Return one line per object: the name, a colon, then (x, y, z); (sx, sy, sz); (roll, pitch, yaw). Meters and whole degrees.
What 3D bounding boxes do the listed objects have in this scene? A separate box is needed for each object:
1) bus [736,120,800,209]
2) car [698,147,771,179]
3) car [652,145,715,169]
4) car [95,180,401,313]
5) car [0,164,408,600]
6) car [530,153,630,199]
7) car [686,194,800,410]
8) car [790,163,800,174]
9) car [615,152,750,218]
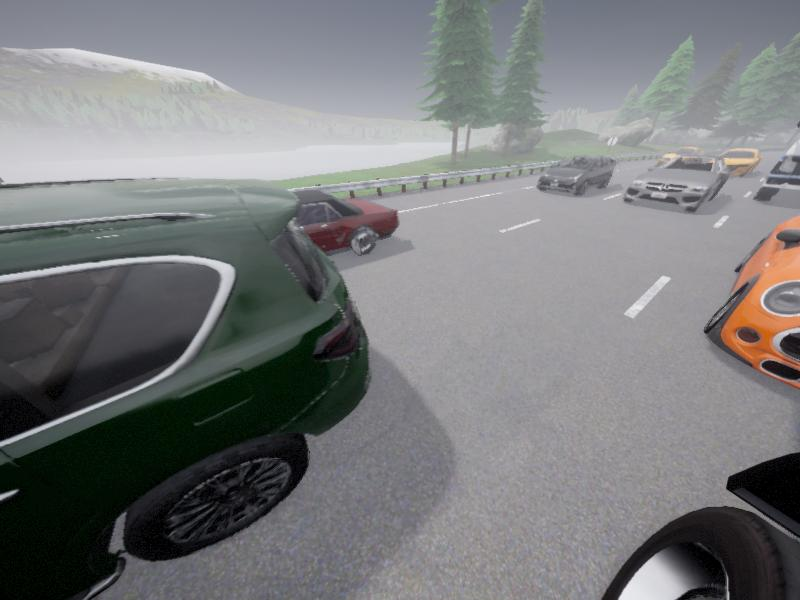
bus: (18.666, -6.325, 9.090); (10.273, 4.253, 3.944); (-21, 40, -29)
car: (23.041, -9.501, 15.897); (5.008, 1.535, 1.882); (-21, 40, -27)
car: (24.907, -12.643, 20.306); (5.366, 1.575, 1.801); (-19, 39, -24)
car: (-2.450, -1.556, 5.017); (4.718, 1.301, 1.895); (-22, 41, -28)
car: (-2.863, 0.766, 1.078); (5.566, 2.045, 2.150); (-22, 40, -28)
car: (8.849, -6.238, 11.380); (4.514, 1.525, 2.007); (-22, 41, -28)
car: (6.017, -0.273, 2.718); (4.553, 1.767, 2.097); (-22, 41, -28)
car: (30.550, -9.854, 16.225); (4.611, 1.667, 2.242); (-19, 39, -24)
car: (11.322, -4.821, 9.266); (5.027, 1.651, 2.152); (-22, 41, -28)
